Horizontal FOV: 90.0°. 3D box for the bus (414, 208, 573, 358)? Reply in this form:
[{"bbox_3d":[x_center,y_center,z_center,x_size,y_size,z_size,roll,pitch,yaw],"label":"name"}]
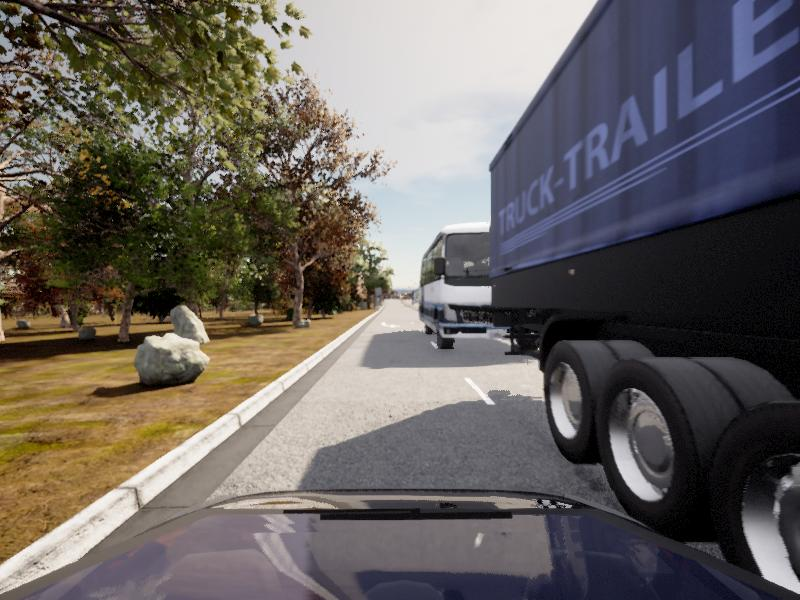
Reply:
[{"bbox_3d":[2.832,-0.505,16.489,3.944,4.253,10.273,0,0,-1],"label":"bus"}]

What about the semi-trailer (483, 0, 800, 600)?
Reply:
[{"bbox_3d":[2.934,-0.620,0.216,2.717,4.402,14.254,0,0,0],"label":"semi-trailer"}]
